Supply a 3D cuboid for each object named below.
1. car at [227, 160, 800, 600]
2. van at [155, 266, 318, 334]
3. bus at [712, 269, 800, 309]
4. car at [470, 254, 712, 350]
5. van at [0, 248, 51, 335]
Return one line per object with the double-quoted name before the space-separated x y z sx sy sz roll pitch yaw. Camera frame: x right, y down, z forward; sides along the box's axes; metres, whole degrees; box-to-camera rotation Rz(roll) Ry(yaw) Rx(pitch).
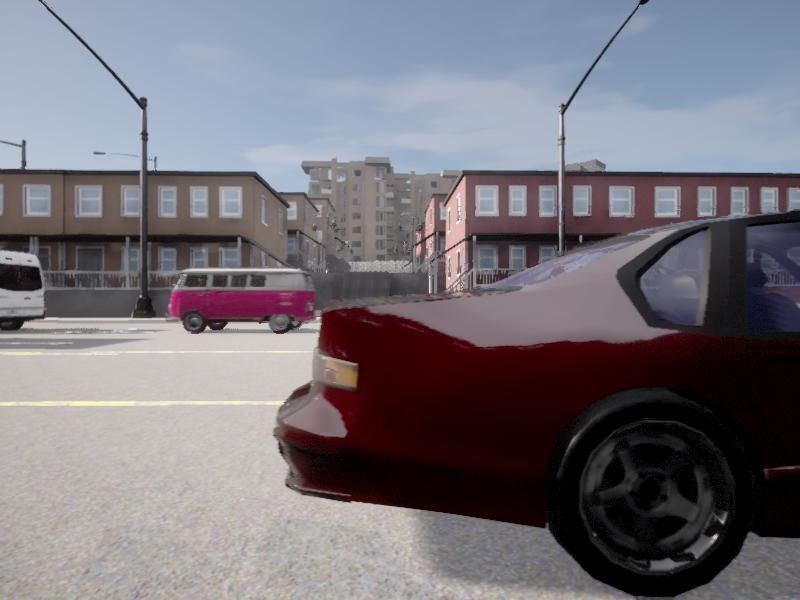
"car" 2.167 0.293 2.205 5.357 1.411 2.033 0 0 0
"van" -4.988 0.005 12.663 4.442 1.987 1.775 0 0 0
"bus" 43.787 -1.174 48.387 3.944 4.253 10.273 0 0 0
"car" 4.106 0.041 9.219 4.605 1.855 1.932 -2 0 0
"van" -14.811 -0.262 12.600 5.915 2.561 1.988 0 0 0
